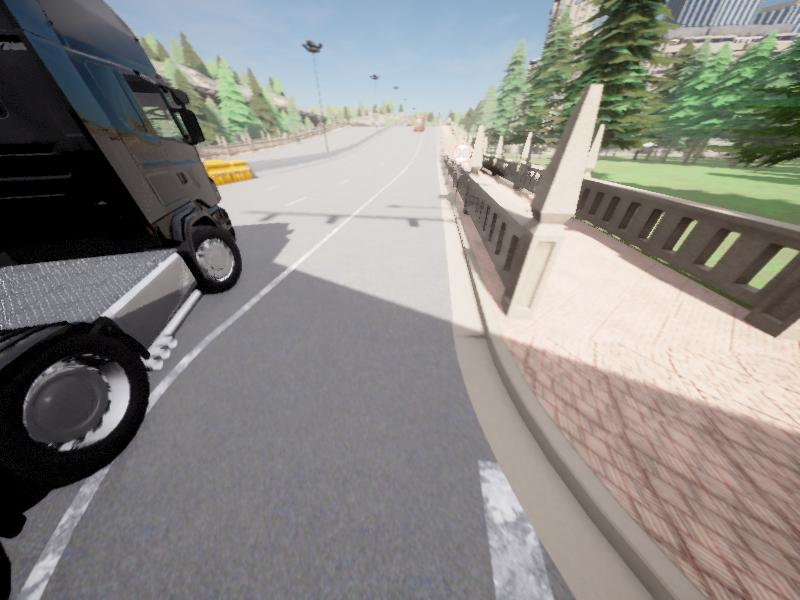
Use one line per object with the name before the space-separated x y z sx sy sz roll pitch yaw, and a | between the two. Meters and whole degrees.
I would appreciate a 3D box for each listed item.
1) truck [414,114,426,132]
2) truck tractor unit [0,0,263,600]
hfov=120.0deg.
truck | 6.251 -54.996 71.582 2.891 3.827 8.468 4 41 6
truck tractor unit | -3.991 -0.791 1.537 3.053 4.208 6.516 -10 35 -12
